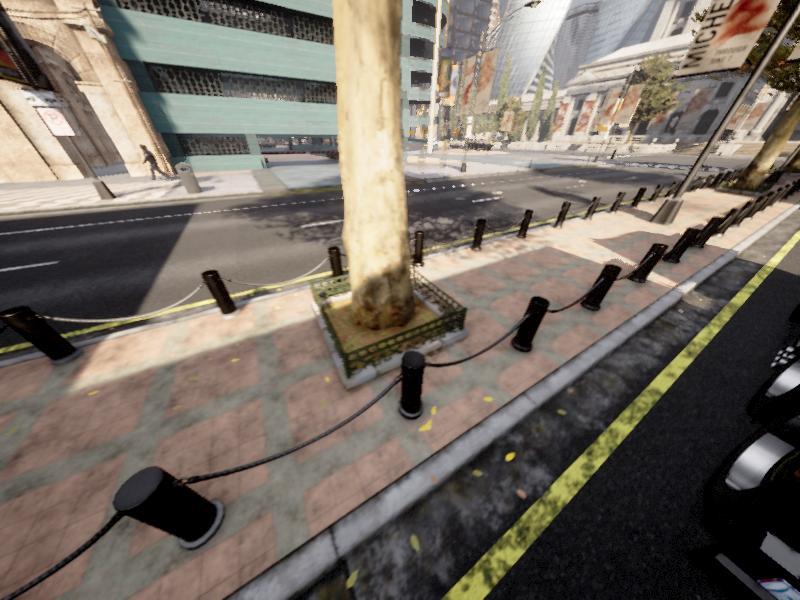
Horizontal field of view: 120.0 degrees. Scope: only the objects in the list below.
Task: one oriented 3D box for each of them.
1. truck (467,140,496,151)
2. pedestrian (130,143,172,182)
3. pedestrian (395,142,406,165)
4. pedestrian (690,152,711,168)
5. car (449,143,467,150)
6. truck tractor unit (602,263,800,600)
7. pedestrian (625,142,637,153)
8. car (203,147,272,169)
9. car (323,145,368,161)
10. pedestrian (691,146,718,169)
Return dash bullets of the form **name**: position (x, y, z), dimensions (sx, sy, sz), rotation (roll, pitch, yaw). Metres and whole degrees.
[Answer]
- **truck**: position (19.602, -37.600, 56.246), dimensions (2.390, 2.098, 6.274), rotation (-21, 40, -28)
- **pedestrian**: position (-14.169, -7.838, 13.221), dimensions (0.751, 1.860, 0.751), rotation (-15, 38, -20)
- **pedestrian**: position (0.029, -14.602, 23.019), dimensions (0.751, 1.860, 0.751), rotation (-25, 42, -32)
- **pedestrian**: position (29.755, -13.848, 22.884), dimensions (0.751, 1.300, 0.751), rotation (-27, 43, -34)
- **car**: position (16.053, -42.599, 64.020), dimensions (4.181, 1.385, 1.994), rotation (28, 43, 34)
- **truck tractor unit**: position (5.116, -0.293, 0.796), dimensions (6.516, 4.208, 3.053), rotation (-18, 39, -24)
- **pedestrian**: position (46.666, -30.899, 46.703), dimensions (0.751, 1.860, 0.751), rotation (-18, 39, -25)
- **car**: position (-14.762, -13.108, 21.256), dimensions (4.786, 1.482, 2.161), rotation (-18, 39, -24)
- **car**: position (-6.793, -18.474, 28.938), dimensions (4.902, 1.511, 2.128), rotation (-18, 39, -24)
- **pedestrian**: position (28.816, -13.507, 21.895), dimensions (0.751, 1.860, 0.751), rotation (-28, 44, -34)
